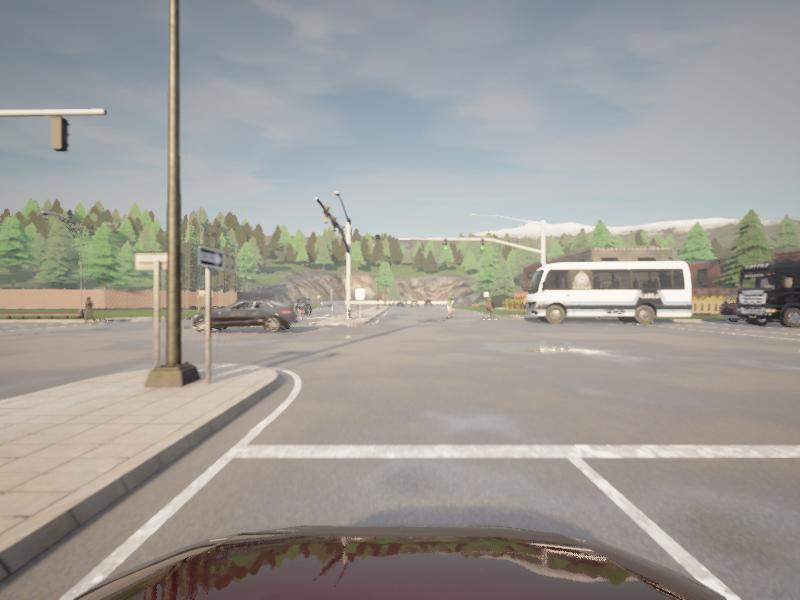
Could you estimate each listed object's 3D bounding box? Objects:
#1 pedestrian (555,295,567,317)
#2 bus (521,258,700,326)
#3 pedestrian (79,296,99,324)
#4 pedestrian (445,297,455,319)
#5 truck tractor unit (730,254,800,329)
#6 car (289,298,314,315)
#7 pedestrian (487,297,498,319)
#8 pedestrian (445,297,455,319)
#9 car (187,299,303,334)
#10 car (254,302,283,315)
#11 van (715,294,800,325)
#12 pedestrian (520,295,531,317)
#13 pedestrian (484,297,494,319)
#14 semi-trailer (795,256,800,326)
[{"bbox_3d":[13.793,0.484,34.200,0.751,1.860,0.751,0,0,2],"label":"pedestrian"},{"bbox_3d":[14.051,-0.504,27.805,10.273,4.253,3.944,0,0,6],"label":"bus"},{"bbox_3d":[-21.326,0.667,27.426,0.751,1.860,0.751,0,0,3],"label":"pedestrian"},{"bbox_3d":[4.423,0.703,35.462,0.751,1.860,0.751,0,0,-3],"label":"pedestrian"},{"bbox_3d":[24.320,-0.486,24.037,6.516,4.208,3.053,0,0,-1],"label":"truck tractor unit"},{"bbox_3d":[-11.463,0.696,46.779,1.905,1.878,3.866,0,0,0],"label":"car"},{"bbox_3d":[8.237,0.706,35.662,0.751,1.860,0.751,0,0,1],"label":"pedestrian"},{"bbox_3d":[4.126,0.671,33.267,0.751,1.860,0.751,0,0,-1],"label":"pedestrian"},{"bbox_3d":[-7.658,0.802,20.226,5.027,1.651,2.152,0,0,-1],"label":"car"},{"bbox_3d":[-14.964,0.918,45.696,1.812,1.442,4.674,0,0,0],"label":"car"},{"bbox_3d":[24.711,0.600,27.534,4.480,2.038,2.069,0,0,-1],"label":"van"},{"bbox_3d":[10.790,0.495,34.452,0.751,1.860,0.751,0,0,3],"label":"pedestrian"},{"bbox_3d":[7.753,0.674,34.953,0.751,1.860,0.751,0,0,2],"label":"pedestrian"},{"bbox_3d":[32.234,-0.592,24.110,14.254,4.402,2.717,0,0,0],"label":"semi-trailer"}]
